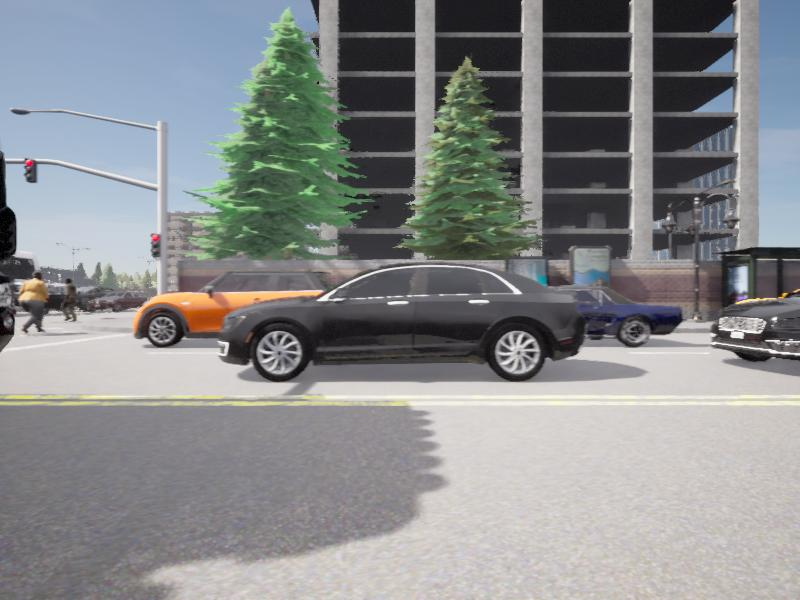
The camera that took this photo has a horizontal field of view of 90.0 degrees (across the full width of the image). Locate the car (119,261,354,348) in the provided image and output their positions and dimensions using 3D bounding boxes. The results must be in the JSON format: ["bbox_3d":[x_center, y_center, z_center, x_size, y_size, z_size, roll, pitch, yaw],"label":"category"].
[{"bbox_3d":[-3.458,0.096,9.201,4.553,1.767,2.097,0,0,0],"label":"car"}]

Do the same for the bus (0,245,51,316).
[{"bbox_3d":[-25.891,-1.180,22.310,3.944,4.253,10.273,0,0,0],"label":"bus"}]

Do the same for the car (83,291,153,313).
[{"bbox_3d":[-22.582,0.133,32.355,2.152,1.651,5.027,0,0,0],"label":"car"}]

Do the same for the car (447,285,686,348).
[{"bbox_3d":[3.544,0.343,9.201,4.718,1.301,1.895,0,0,0],"label":"car"}]

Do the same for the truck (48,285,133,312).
[{"bbox_3d":[-26.096,-0.104,34.171,2.390,2.098,6.274,0,0,0],"label":"truck"}]

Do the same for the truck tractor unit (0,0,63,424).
[{"bbox_3d":[-6.402,-1.125,2.197,6.516,4.208,3.053,0,0,0],"label":"truck tractor unit"}]

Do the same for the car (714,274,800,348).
[{"bbox_3d":[10.475,0.220,9.200,5.008,1.535,1.882,0,0,0],"label":"car"}]

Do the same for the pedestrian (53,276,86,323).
[{"bbox_3d":[-13.522,-0.013,16.376,0.751,1.860,0.751,0,0,-1],"label":"pedestrian"}]

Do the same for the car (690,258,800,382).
[{"bbox_3d":[7.243,0.243,5.701,4.892,1.490,1.837,0,0,0],"label":"car"}]

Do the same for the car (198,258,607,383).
[{"bbox_3d":[0.034,0.245,5.698,4.892,1.490,1.837,0,0,0],"label":"car"}]

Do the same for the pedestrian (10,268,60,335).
[{"bbox_3d":[-10.456,0.036,11.491,0.751,1.860,0.751,0,0,2],"label":"pedestrian"}]

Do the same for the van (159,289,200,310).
[{"bbox_3d":[-22.648,-0.047,41.222,1.775,1.987,4.442,0,0,0],"label":"van"}]
